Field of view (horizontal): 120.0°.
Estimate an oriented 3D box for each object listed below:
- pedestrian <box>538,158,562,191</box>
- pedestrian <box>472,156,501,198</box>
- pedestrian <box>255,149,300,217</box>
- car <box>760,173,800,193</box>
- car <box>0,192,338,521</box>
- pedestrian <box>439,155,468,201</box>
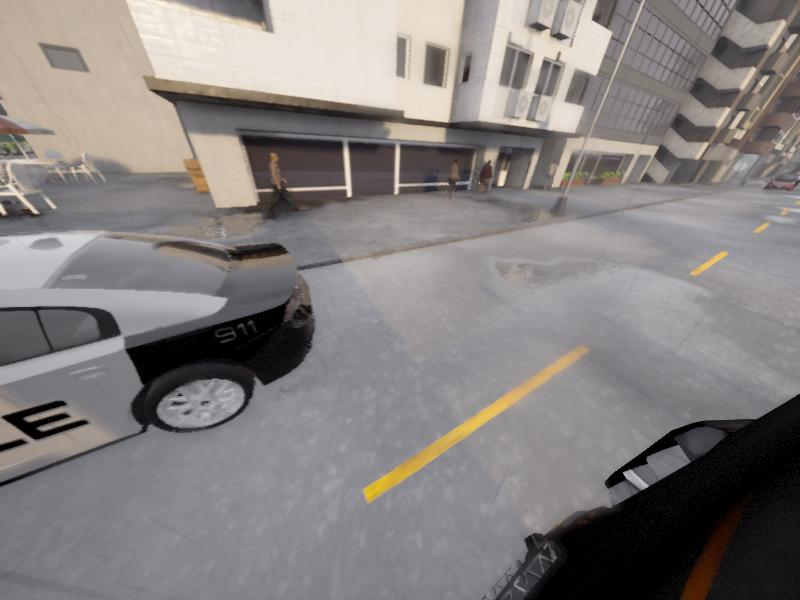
[{"bbox_3d":[10.211,-8.568,15.787,0.751,1.860,0.751,14,35,17],"label":"pedestrian"},{"bbox_3d":[4.557,-6.510,12.256,0.751,1.860,0.751,-20,40,-30],"label":"pedestrian"},{"bbox_3d":[-3.907,-3.762,7.477,0.751,1.860,0.751,-21,40,-31],"label":"pedestrian"},{"bbox_3d":[39.389,-12.039,23.692,3.633,1.501,1.845,-16,38,-26],"label":"car"},{"bbox_3d":[-3.390,0.388,1.628,5.238,1.638,1.930,-16,38,-26],"label":"car"},{"bbox_3d":[2.515,-5.806,11.046,0.751,1.860,0.751,-19,40,-30],"label":"pedestrian"}]
